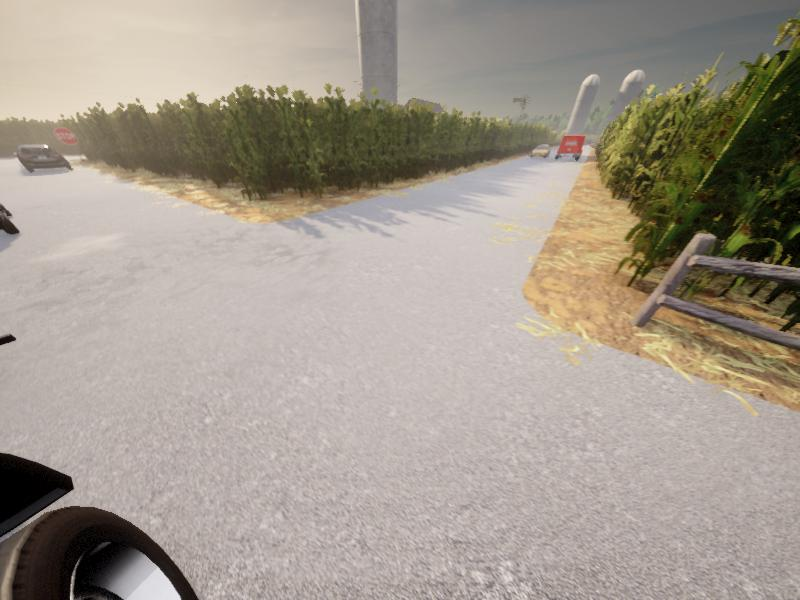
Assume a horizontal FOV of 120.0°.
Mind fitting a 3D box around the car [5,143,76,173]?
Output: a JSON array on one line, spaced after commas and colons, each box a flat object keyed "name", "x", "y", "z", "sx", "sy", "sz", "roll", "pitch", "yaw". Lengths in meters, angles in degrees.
[{"name": "car", "x": -28.143, "y": -11.190, "z": 18.086, "sx": 4.611, "sy": 1.667, "sz": 2.242, "roll": 22, "pitch": 41, "yaw": 28}]

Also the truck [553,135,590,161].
[{"name": "truck", "x": 21.126, "y": -18.747, "z": 28.371, "sx": 2.627, "sy": 2.467, "sz": 5.204, "roll": 22, "pitch": 42, "yaw": 28}]

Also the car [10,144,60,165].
[{"name": "car", "x": -35.209, "y": -14.150, "z": 22.388, "sx": 3.806, "sy": 1.475, "sz": 1.970, "roll": 25, "pitch": 42, "yaw": 31}]

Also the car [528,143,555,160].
[{"name": "car", "x": 18.223, "y": -19.116, "z": 29.653, "sx": 1.801, "sy": 1.575, "sz": 5.366, "roll": 22, "pitch": 41, "yaw": 28}]

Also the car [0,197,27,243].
[{"name": "car", "x": -12.417, "y": -2.481, "z": 6.195, "sx": 4.718, "sy": 1.301, "sz": 1.895, "roll": 21, "pitch": 40, "yaw": 27}]
